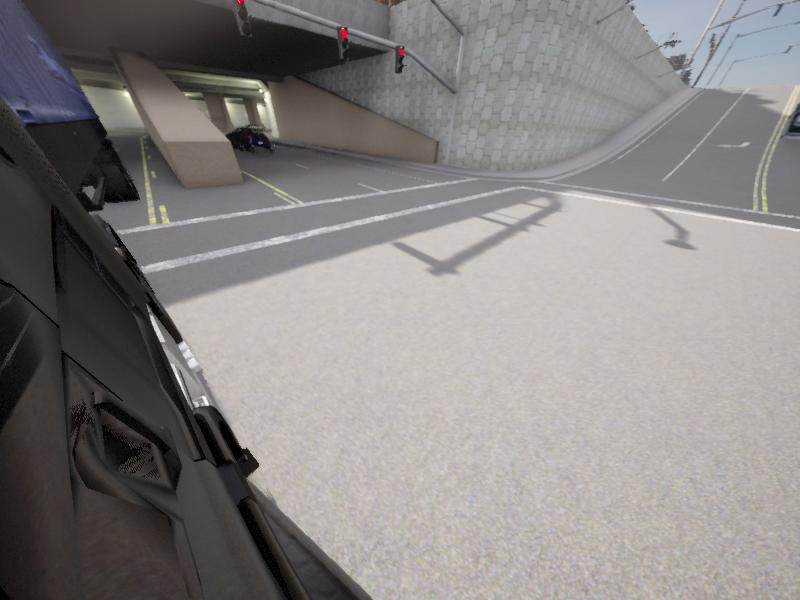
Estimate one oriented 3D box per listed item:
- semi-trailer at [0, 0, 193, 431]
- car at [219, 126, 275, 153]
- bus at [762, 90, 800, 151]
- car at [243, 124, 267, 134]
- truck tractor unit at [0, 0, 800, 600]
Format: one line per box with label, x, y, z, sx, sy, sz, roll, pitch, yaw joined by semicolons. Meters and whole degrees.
semi-trailer;-8.259;-3.871;4.615;2.717;4.402;14.254;-29;47;-35
car;-13.757;-14.504;20.784;5.027;1.651;2.152;28;44;30
bus;30.503;-14.025;15.639;10.273;4.253;3.944;-36;50;-22
car;-29.951;-35.468;47.816;2.007;1.525;4.514;2;37;0
truck tractor unit;-2.645;-0.295;0.351;6.516;4.208;3.053;28;44;30
